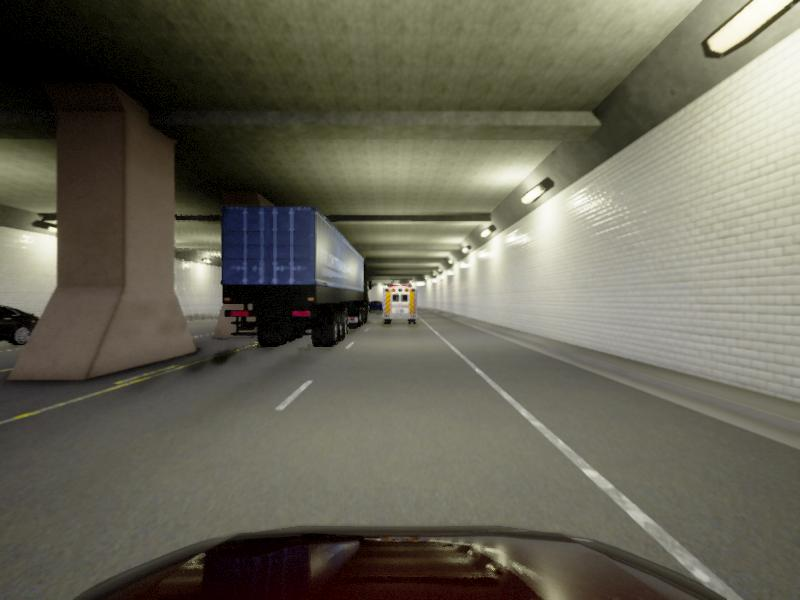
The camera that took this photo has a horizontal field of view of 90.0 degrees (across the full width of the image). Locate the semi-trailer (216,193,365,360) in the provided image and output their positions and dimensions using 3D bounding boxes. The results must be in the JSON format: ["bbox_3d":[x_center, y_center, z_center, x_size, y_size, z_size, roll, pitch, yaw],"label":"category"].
[{"bbox_3d":[-3.497,-0.617,17.677,2.717,4.402,14.254,0,0,0],"label":"semi-trailer"}]

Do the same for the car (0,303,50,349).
[{"bbox_3d":[-14.000,0.847,12.511,1.837,1.490,4.892,0,0,0],"label":"car"}]

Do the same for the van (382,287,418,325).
[{"bbox_3d":[0.006,0.382,28.758,2.351,2.431,6.366,0,0,0],"label":"van"}]

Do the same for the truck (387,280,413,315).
[{"bbox_3d":[0.013,-0.313,48.408,2.891,3.827,8.468,0,0,0],"label":"truck"}]

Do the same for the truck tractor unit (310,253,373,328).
[{"bbox_3d":[-3.508,-0.519,25.596,3.053,4.208,6.516,0,0,0],"label":"truck tractor unit"}]
